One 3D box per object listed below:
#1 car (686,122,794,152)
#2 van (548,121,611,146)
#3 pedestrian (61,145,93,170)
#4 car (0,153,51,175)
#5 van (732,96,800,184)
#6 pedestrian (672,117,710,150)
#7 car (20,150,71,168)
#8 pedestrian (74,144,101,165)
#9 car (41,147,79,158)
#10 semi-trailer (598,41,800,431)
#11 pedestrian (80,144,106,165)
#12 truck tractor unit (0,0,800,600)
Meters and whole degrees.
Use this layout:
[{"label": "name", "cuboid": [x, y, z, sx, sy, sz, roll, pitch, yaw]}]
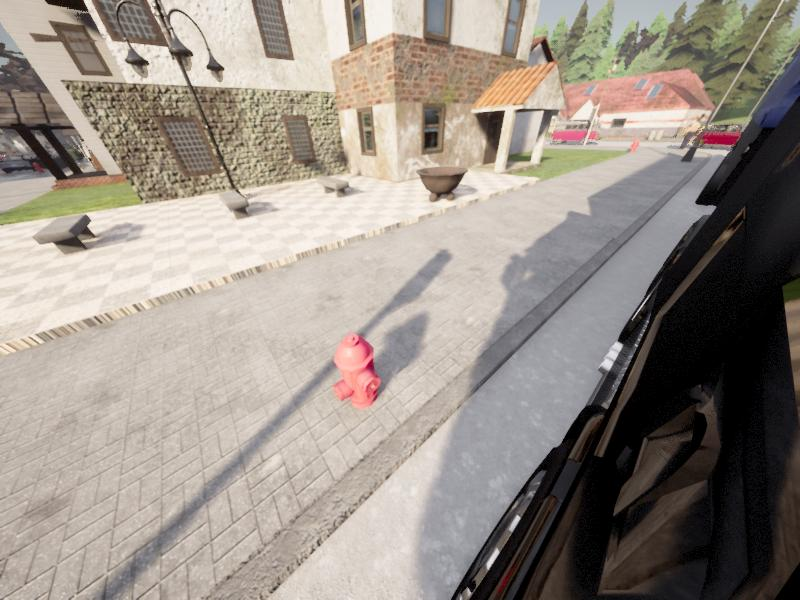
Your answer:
[{"label": "car", "cuboid": [23.779, -11.614, 16.456, 1.789, 1.549, 3.705, -5, 37, -4]}, {"label": "van", "cuboid": [18.600, -17.421, 24.180, 1.775, 1.987, 4.442, -28, 44, -30]}, {"label": "pedestrian", "cuboid": [-28.746, -12.706, 20.618, 0.751, 1.860, 0.751, -28, 44, -30]}, {"label": "car", "cuboid": [-37.404, -13.536, 22.880, 1.994, 1.385, 4.181, -28, 44, -30]}, {"label": "van", "cuboid": [16.590, -6.738, 9.546, 5.915, 2.561, 1.988, -26, 43, -29]}, {"label": "pedestrian", "cuboid": [21.002, -12.034, 16.715, 0.751, 1.860, 0.751, 10, 38, 16]}, {"label": "car", "cuboid": [-42.433, -17.032, 27.845, 2.033, 1.411, 5.357, -28, 43, -30]}, {"label": "pedestrian", "cuboid": [-33.823, -15.787, 25.053, 0.751, 1.860, 0.751, -23, 41, -25]}, {"label": "car", "cuboid": [-64.787, -28.196, 44.078, 4.792, 1.488, 2.163, 9, 38, 15]}, {"label": "semi-trailer", "cuboid": [8.681, -3.612, 4.251, 14.254, 4.402, 2.717, -28, 44, -30]}, {"label": "pedestrian", "cuboid": [-33.128, -15.761, 24.975, 0.751, 1.860, 0.751, -28, 44, -30]}, {"label": "truck tractor unit", "cuboid": [2.645, -0.295, 0.352, 6.516, 4.208, 3.053, -28, 44, -30]}]
